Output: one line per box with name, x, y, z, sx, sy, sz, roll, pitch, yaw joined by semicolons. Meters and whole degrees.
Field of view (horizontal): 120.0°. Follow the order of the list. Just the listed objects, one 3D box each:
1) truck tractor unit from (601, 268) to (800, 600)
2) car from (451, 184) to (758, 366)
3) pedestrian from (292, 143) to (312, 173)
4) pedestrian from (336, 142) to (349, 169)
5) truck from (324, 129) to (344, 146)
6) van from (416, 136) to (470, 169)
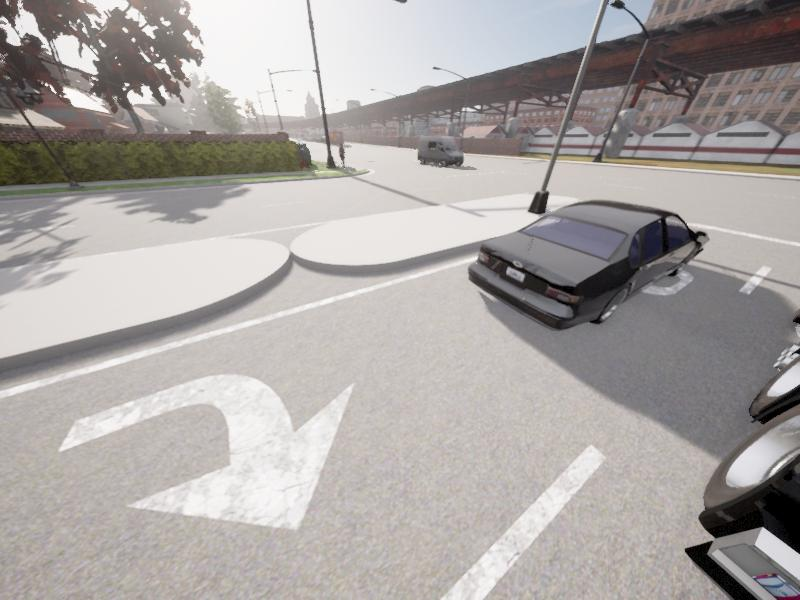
truck tractor unit;5.114;-0.298;0.770;6.516;4.208;3.053;-18;39;-24
car;3.780;-1.029;4.286;5.357;1.411;2.033;-18;39;-24
pedestrian;-7.243;-10.529;17.125;0.751;1.860;0.751;-22;41;-29
pedestrian;-4.828;-12.115;19.421;0.751;1.860;0.751;-9;36;-13
truck;-19.386;-47.815;67.873;2.891;3.827;8.468;-18;40;-24
van;4.109;-15.184;23.611;1.988;2.561;5.915;-18;39;-24
